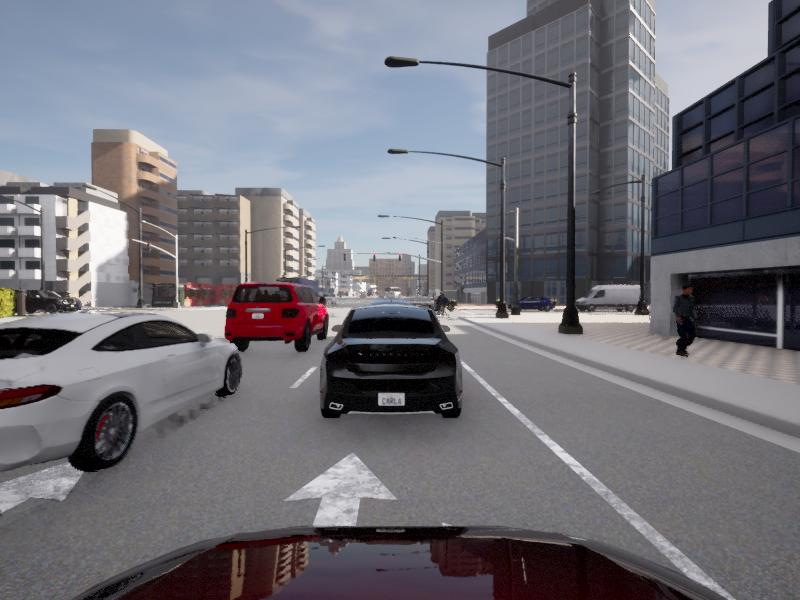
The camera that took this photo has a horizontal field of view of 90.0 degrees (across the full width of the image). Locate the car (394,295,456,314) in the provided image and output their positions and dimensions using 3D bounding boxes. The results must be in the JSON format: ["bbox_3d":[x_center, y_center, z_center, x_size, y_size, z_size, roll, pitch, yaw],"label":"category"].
[{"bbox_3d":[2.136,0.364,34.956,5.238,1.638,1.930,0,1,2],"label":"car"}]

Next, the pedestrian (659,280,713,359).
[{"bbox_3d":[6.993,0.463,9.823,0.751,1.860,0.751,0,1,-8],"label":"pedestrian"}]

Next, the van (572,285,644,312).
[{"bbox_3d":[19.906,-0.155,38.479,5.915,2.561,1.988,0,1,-1],"label":"van"}]

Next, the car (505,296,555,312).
[{"bbox_3d":[12.427,0.376,38.379,4.193,1.474,1.816,0,1,-1],"label":"car"}]

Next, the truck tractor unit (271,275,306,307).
[{"bbox_3d":[-15.236,-1.157,55.203,3.053,4.208,6.516,0,0,-1],"label":"truck tractor unit"}]

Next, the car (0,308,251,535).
[{"bbox_3d":[-3.612,0.866,5.033,1.812,1.442,4.674,0,0,-1],"label":"car"}]

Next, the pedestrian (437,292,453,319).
[{"bbox_3d":[3.044,0.353,27.285,0.751,1.860,0.751,-1,1,-36],"label":"pedestrian"}]

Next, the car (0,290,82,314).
[{"bbox_3d":[-30.852,0.145,34.241,5.566,2.045,2.150,0,1,-1],"label":"car"}]

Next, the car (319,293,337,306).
[{"bbox_3d":[-12.004,-0.118,67.001,2.150,2.045,5.566,0,0,-1],"label":"car"}]

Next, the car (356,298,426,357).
[{"bbox_3d":[-0.289,0.737,13.310,1.882,1.535,5.008,0,1,-1],"label":"car"}]

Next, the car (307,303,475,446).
[{"bbox_3d":[-0.149,0.835,6.827,1.837,1.490,4.892,0,0,-1],"label":"car"}]

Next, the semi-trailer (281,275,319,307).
[{"bbox_3d":[-15.423,-1.294,63.115,2.717,4.402,14.254,0,0,-1],"label":"semi-trailer"}]

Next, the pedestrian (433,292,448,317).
[{"bbox_3d":[2.983,0.316,29.392,0.751,1.860,0.751,1,1,44],"label":"pedestrian"}]

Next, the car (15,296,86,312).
[{"bbox_3d":[-32.825,0.366,37.675,4.792,1.488,2.163,0,1,0],"label":"car"}]

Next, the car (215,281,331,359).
[{"bbox_3d":[-3.796,0.480,13.205,2.150,2.045,5.566,0,1,-1],"label":"car"}]
